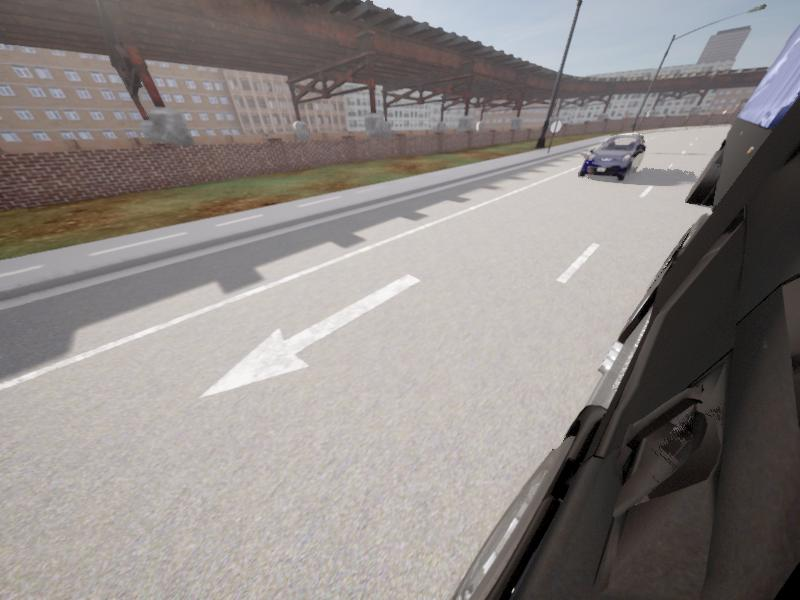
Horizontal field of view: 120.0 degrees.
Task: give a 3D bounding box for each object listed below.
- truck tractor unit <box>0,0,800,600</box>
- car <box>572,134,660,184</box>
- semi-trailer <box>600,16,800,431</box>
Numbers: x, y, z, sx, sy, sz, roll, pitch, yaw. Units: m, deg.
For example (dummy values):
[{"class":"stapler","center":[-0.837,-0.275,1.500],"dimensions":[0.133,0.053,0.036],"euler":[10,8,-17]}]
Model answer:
[{"class":"truck tractor unit","center":[2.645,-0.295,0.351],"dimensions":[6.516,4.208,3.053],"euler":[-28,44,-30]},{"class":"car","center":[9.666,-6.438,10.354],"dimensions":[3.633,1.501,1.845],"euler":[-30,45,-32]},{"class":"semi-trailer","center":[8.572,-3.688,4.350],"dimensions":[14.254,4.402,2.717],"euler":[-30,44,-31]}]
